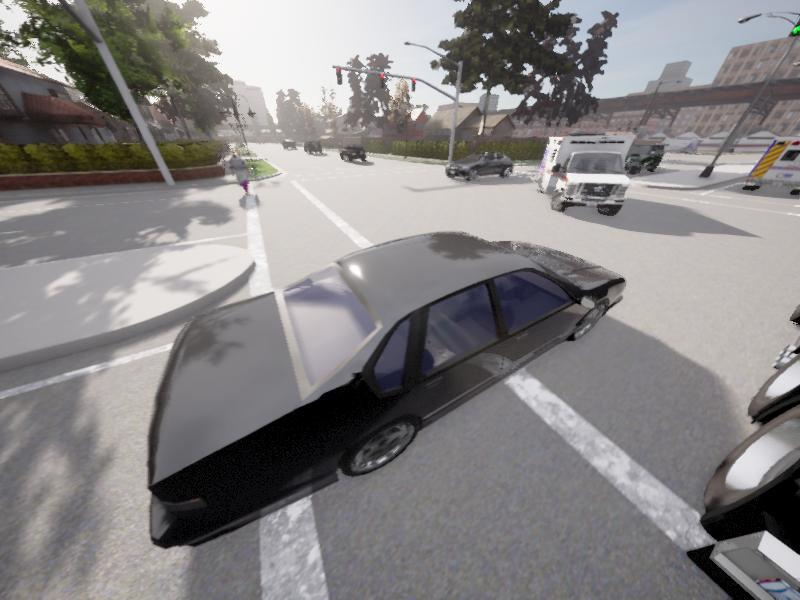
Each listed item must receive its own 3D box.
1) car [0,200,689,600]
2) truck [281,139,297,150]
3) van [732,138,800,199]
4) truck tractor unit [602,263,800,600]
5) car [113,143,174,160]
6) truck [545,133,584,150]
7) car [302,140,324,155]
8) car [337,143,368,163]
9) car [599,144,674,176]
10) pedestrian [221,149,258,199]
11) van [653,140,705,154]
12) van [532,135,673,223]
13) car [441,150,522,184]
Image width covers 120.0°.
[{"bbox_3d":[0.586,0.028,2.746,5.357,1.411,2.033,-18,39,-24],"label":"car"},{"bbox_3d":[-28.428,-39.875,59.198,2.390,2.098,6.274,-18,39,-25],"label":"truck"},{"bbox_3d":[21.709,-7.306,12.549,6.366,2.431,2.351,-18,39,-24],"label":"van"},{"bbox_3d":[5.107,-0.305,0.785,6.516,4.208,3.053,-18,39,-24],"label":"truck tractor unit"},{"bbox_3d":[-27.560,-16.118,25.043,3.806,1.475,1.970,-18,39,-24],"label":"car"},{"bbox_3d":[49.227,-47.697,69.435,2.891,3.827,8.468,-18,39,-24],"label":"truck"},{"bbox_3d":[-15.692,-27.461,41.535,2.150,2.045,5.566,-18,39,-25],"label":"car"},{"bbox_3d":[-5.730,-17.673,27.703,1.932,1.855,4.605,-18,39,-25],"label":"car"},{"bbox_3d":[19.771,-11.801,19.324,5.566,2.045,2.150,-18,39,-24],"label":"car"},{"bbox_3d":[-7.136,-5.645,10.382,0.751,1.860,0.751,-15,38,-21],"label":"pedestrian"},{"bbox_3d":[59.467,-32.809,49.490,2.351,2.431,6.366,-18,39,-24],"label":"van"},{"bbox_3d":[7.651,-5.573,9.948,2.351,2.431,6.366,11,37,17],"label":"van"},{"bbox_3d":[5.618,-9.305,15.995,5.027,1.651,2.152,-18,39,-24],"label":"car"}]
